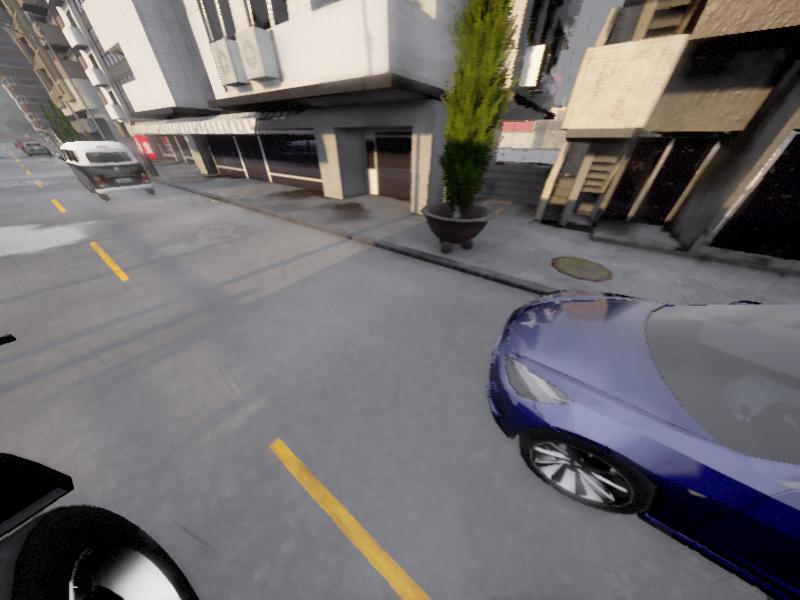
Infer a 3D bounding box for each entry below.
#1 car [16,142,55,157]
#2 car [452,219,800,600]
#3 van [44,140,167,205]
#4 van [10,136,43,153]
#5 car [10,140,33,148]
[{"bbox_3d":[-45.981,-19.040,29.149,3.806,1.475,1.970,22,41,28],"label":"car"},{"bbox_3d":[3.059,0.972,1.272,4.792,1.488,2.163,22,41,28],"label":"car"},{"bbox_3d":[-12.983,-5.804,10.230,4.480,2.038,2.069,22,41,28],"label":"van"},{"bbox_3d":[-57.777,-24.065,35.710,4.442,1.987,1.775,22,41,28],"label":"van"},{"bbox_3d":[-75.961,-31.278,46.342,4.718,1.301,1.895,22,41,28],"label":"car"}]
